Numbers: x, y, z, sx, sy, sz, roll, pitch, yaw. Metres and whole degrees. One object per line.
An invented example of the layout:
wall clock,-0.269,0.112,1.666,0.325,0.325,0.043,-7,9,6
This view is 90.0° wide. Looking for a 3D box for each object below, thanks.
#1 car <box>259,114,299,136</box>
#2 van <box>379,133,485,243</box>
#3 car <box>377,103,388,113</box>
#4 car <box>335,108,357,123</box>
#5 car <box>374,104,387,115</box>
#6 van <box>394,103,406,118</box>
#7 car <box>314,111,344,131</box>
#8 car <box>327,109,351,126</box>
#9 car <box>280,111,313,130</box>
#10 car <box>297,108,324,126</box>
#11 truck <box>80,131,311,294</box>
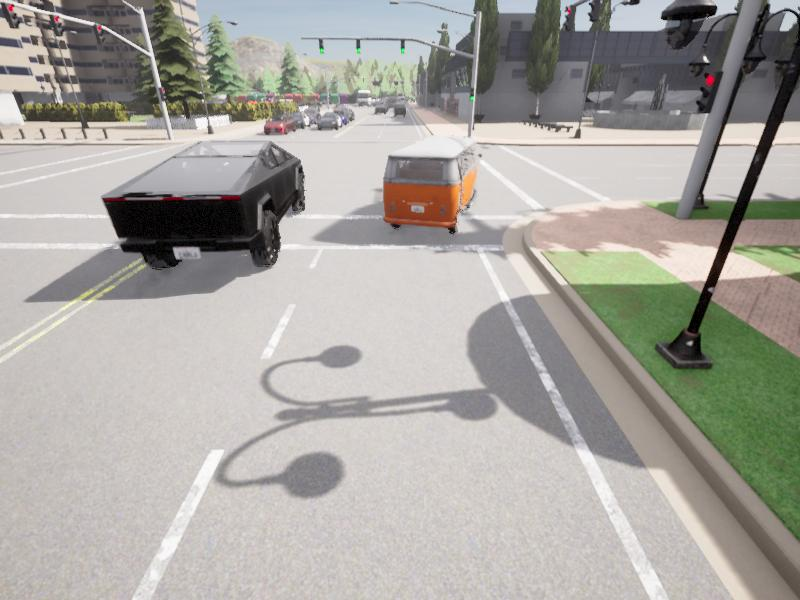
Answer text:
car,-10.539,-15.504,35.273,2.007,1.525,4.514,1,27,2
van,1.050,-3.263,10.849,1.775,1.987,4.442,7,28,16
car,-3.447,-37.971,79.036,2.033,1.649,4.856,0,27,0
car,-6.965,-23.937,51.765,2.128,1.511,4.902,0,27,0
car,-3.452,-34.234,71.742,1.930,1.638,5.238,0,27,0
van,-0.015,-29.846,62.786,1.775,1.987,4.442,0,27,0
car,-6.973,-17.862,39.873,2.038,1.542,4.974,0,27,0
car,-6.968,-21.041,46.090,2.007,1.525,4.514,0,27,0
car,-10.472,-18.347,40.823,2.038,1.542,4.974,0,27,0
car,-10.467,-21.560,46.993,2.033,1.649,4.856,0,27,0
truck,-3.756,-2.501,9.237,2.390,2.098,6.274,-2,27,-4
